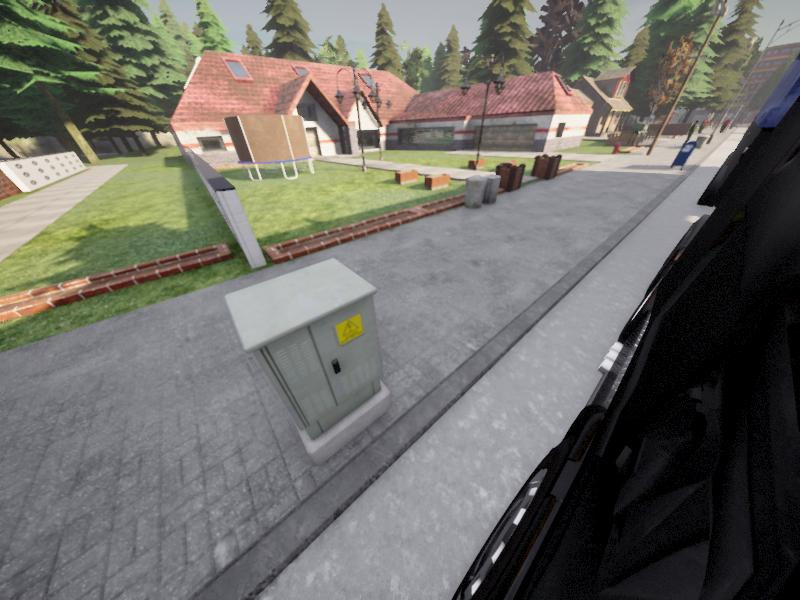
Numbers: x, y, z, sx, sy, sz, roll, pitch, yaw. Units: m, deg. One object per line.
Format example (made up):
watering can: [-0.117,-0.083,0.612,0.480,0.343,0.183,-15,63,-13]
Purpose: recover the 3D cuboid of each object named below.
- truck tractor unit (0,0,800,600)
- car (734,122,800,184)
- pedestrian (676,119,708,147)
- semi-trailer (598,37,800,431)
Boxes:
truck tractor unit: [2.645,-0.295,0.351,6.516,4.208,3.053,-28,44,-30]
car: [16.222,-6.053,9.415,4.605,1.855,1.932,-22,41,-28]
pedestrian: [23.849,-13.654,18.911,0.751,1.860,0.751,22,43,29]
semi-trailer: [8.702,-3.588,4.245,14.254,4.402,2.717,-28,43,-30]
